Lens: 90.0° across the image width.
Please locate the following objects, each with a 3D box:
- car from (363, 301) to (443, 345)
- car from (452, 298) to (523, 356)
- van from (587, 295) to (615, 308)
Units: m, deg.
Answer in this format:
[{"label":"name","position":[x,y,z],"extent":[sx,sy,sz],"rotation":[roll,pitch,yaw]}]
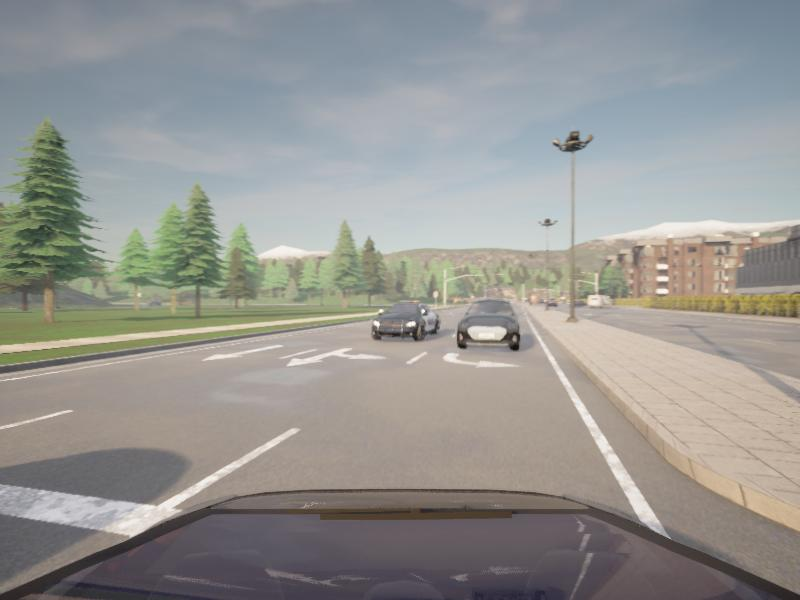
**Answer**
[{"label":"car","position":[0.329,0.804,16.647],"extent":[2.038,1.542,4.974],"rotation":[0,0,16]},{"label":"car","position":[3.212,0.763,14.023],"extent":[2.033,1.649,4.856],"rotation":[0,0,16]},{"label":"van","position":[38.974,0.330,77.423],"extent":[6.366,2.431,2.351],"rotation":[0,0,-39]}]
